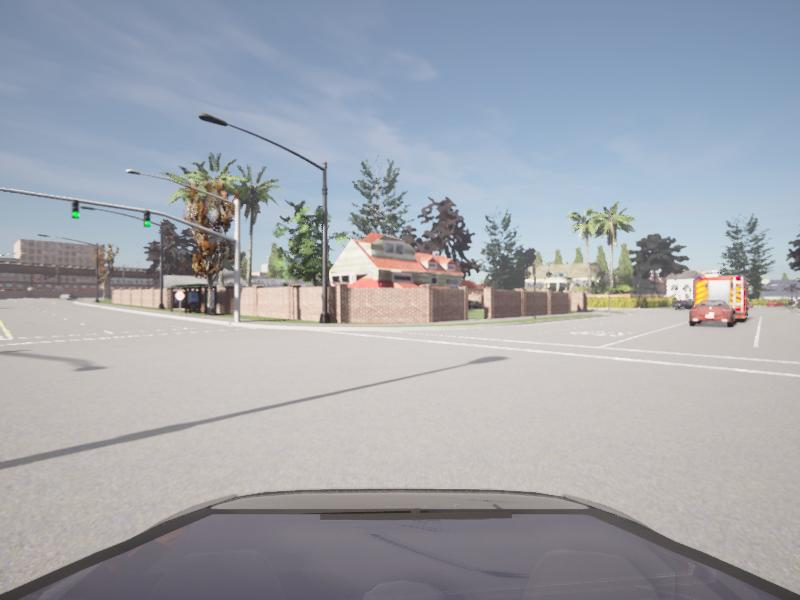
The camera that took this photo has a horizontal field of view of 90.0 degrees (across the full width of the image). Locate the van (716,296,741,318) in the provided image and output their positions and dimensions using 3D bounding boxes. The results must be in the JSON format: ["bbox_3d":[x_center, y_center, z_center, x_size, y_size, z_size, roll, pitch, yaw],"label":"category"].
[{"bbox_3d":[31.438,0.656,38.276,1.775,1.987,4.442,0,0,40],"label":"van"}]

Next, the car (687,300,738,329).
[{"bbox_3d":[19.817,0.820,25.286,2.152,1.651,5.027,0,0,42],"label":"car"}]

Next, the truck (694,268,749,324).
[{"bbox_3d":[25.545,-0.272,31.587,2.891,3.827,8.468,0,0,42],"label":"truck"}]
